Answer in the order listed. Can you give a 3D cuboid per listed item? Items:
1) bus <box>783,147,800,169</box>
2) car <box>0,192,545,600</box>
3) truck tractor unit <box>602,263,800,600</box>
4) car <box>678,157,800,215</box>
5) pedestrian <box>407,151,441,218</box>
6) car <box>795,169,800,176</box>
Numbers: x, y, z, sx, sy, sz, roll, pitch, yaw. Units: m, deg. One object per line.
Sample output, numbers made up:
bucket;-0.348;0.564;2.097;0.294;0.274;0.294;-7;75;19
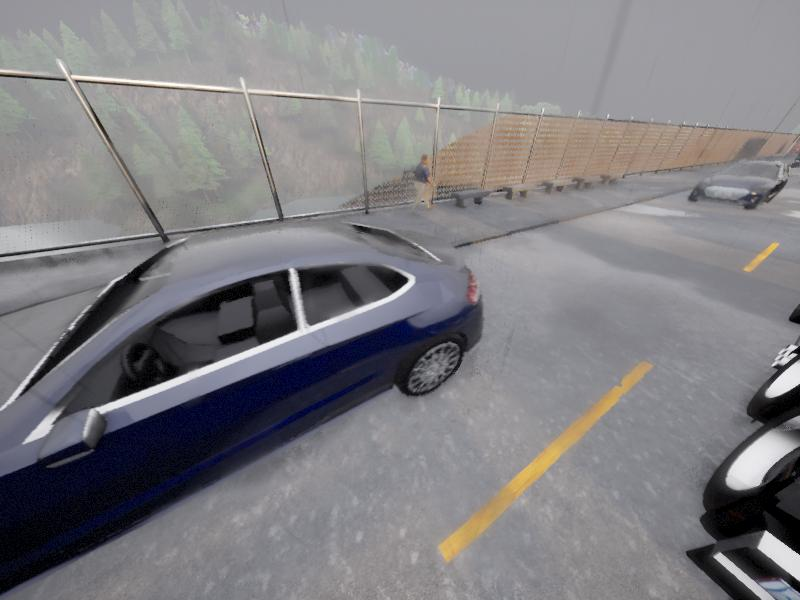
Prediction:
bus;45.458;-16.061;23.652;10.273;4.253;3.944;-18;39;-24
car;-1.470;0.269;2.184;5.027;1.651;2.152;-18;39;-24
truck tractor unit;5.108;-0.304;0.784;6.516;4.208;3.053;-18;39;-24
car;14.799;-5.050;9.927;4.856;1.649;2.033;-18;39;-24
pedestrian;0.745;-3.746;7.531;0.751;1.860;0.751;-10;36;-15
car;31.770;-9.351;16.181;2.242;1.667;4.611;19;39;26
